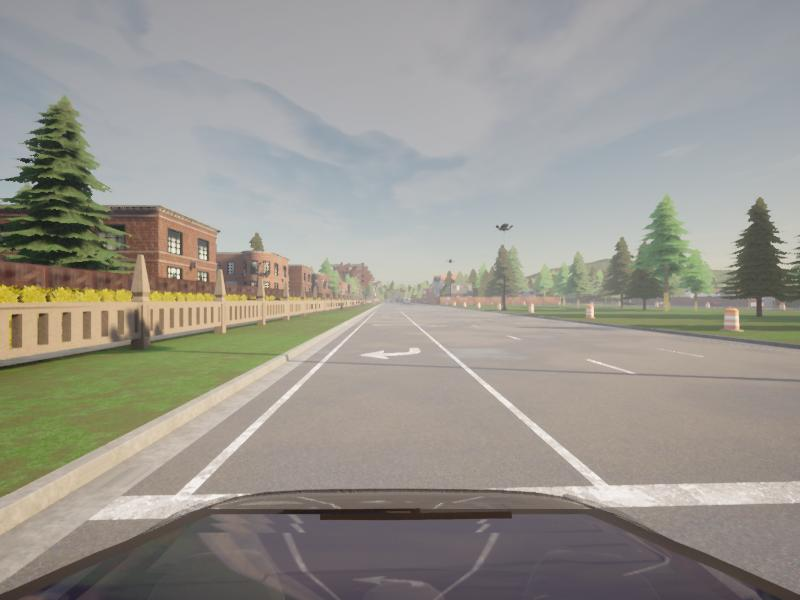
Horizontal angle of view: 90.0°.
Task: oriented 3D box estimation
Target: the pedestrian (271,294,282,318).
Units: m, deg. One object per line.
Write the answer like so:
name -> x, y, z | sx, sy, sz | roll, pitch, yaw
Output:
pedestrian -> -10.061, 0.485, 32.629 | 0.751, 1.860, 0.751 | 0, 0, -4

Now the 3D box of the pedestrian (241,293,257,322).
pedestrian -> -9.844, 0.485, 26.166 | 0.751, 1.860, 0.751 | 0, 0, 0
